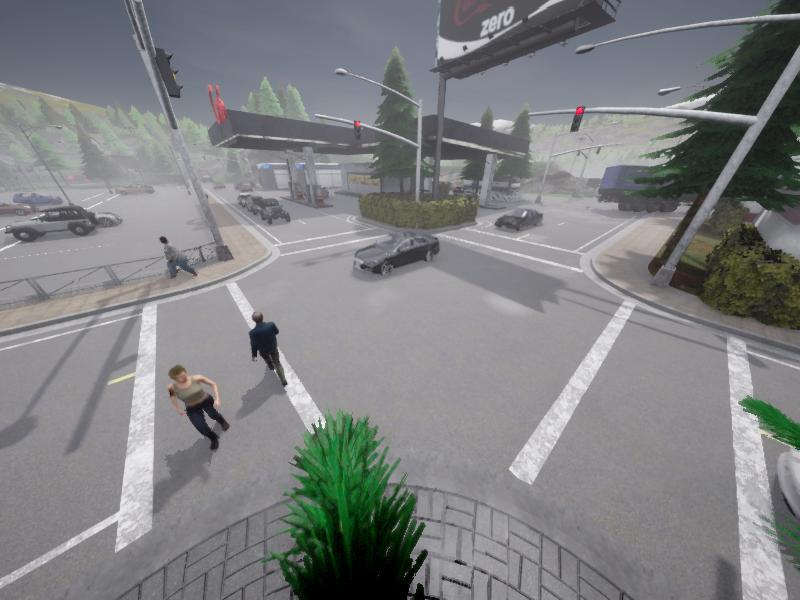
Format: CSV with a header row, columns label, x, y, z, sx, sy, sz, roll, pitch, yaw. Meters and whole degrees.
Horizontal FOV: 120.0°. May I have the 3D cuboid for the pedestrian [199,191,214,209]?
label,x,y,z,sx,sy,sz,roll,pitch,yaw
pedestrian,-22.985,-11.921,27.432,0.751,1.860,0.751,-22,37,-33

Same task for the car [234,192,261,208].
label,x,y,z,sx,sy,sz,roll,pitch,yaw
car,-19.994,-13.111,30.230,1.970,1.475,3.806,-22,37,-33

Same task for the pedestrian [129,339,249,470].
label,x,y,z,sx,sy,sz,roll,pitch,yaw
pedestrian,-3.258,1.705,3.752,0.751,1.860,0.751,-22,36,-33

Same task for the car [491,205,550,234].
label,x,y,z,sx,sy,sz,roll,pitch,yaw
car,9.938,-6.723,18.934,5.357,1.411,2.033,-22,36,-35

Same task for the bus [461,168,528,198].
label,x,y,z,sx,sy,sz,roll,pitch,yaw
bus,16.718,-21.582,42.125,3.944,4.253,10.273,-22,37,-33

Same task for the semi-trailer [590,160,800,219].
label,x,y,z,sx,sy,sz,roll,pitch,yaw
semi-trailer,28.856,-11.200,23.563,14.254,4.402,2.717,7,24,7

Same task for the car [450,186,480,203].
label,x,y,z,sx,sy,sz,roll,pitch,yaw
car,9.747,-16.005,34.849,1.905,1.878,3.866,-23,37,-34

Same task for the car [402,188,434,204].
label,x,y,z,sx,sy,sz,roll,pitch,yaw
car,2.620,-15.713,34.677,2.242,1.667,4.611,-23,37,-34

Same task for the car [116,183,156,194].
label,x,y,z,sx,sy,sz,roll,pitch,yaw
car,-49.532,-20.953,43.472,4.514,1.523,2.007,-23,37,-34

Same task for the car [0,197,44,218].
label,x,y,z,sx,sy,sz,roll,pitch,yaw
car,-39.420,-8.945,22.590,4.514,1.523,2.007,-23,37,-34

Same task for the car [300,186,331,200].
label,x,y,z,sx,sy,sz,roll,pitch,yaw
car,-13.792,-17.526,37.682,4.611,1.667,2.242,20,36,31

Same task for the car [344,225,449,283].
label,x,y,z,sx,sy,sz,roll,pitch,yaw
car,-0.031,-2.554,11.727,4.902,1.511,2.128,-22,36,-34

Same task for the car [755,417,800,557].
label,x,y,z,sx,sy,sz,roll,pitch,yaw
car,7.218,3.322,1.801,1.812,1.442,4.674,-20,36,-31

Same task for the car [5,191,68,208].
label,x,y,z,sx,sy,sz,roll,pitch,yaw
car,-45.788,-12.777,29.270,3.633,1.501,1.845,-23,37,-34

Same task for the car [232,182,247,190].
label,x,y,z,sx,sy,sz,roll,pitch,yaw
car,-36.296,-25.753,52.127,1.816,1.474,4.193,-22,37,-33

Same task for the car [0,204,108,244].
label,x,y,z,sx,sy,sz,roll,pitch,yaw
car,-23.841,-5.383,15.979,3.866,1.878,1.905,-23,37,-34

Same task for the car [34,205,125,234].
label,x,y,z,sx,sy,sz,roll,pitch,yaw
car,-25.501,-6.610,18.671,3.806,1.475,1.970,-23,37,-34

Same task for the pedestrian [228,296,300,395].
label,x,y,z,sx,sy,sz,roll,pitch,yaw
pedestrian,-2.866,0.991,4.988,0.751,1.860,0.751,-23,37,-35

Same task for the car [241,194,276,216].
label,x,y,z,sx,sy,sz,roll,pitch,yaw
car,-15.972,-10.737,25.967,2.033,1.649,4.856,-22,37,-33

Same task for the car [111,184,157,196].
label,x,y,z,sx,sy,sz,roll,pitch,yaw
car,-47.482,-19.774,41.410,5.027,1.636,2.152,-23,37,-34

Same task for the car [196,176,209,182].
label,x,y,z,sx,sy,sz,roll,pitch,yaw
car,-67.685,-41.393,79.050,5.238,1.638,1.930,24,38,35

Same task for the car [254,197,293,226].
label,x,y,z,sx,sy,sz,roll,pitch,yaw
car,-11.869,-8.361,21.588,1.905,1.878,3.866,-22,37,-33

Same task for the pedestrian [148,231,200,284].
label,x,y,z,sx,sy,sz,roll,pitch,yaw
pedestrian,-9.112,-1.722,9.384,0.751,1.860,0.751,20,35,30

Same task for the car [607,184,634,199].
label,x,y,z,sx,sy,sz,roll,pitch,yaw
car,35.250,-17.403,36.886,4.605,1.855,1.932,-23,37,-34
